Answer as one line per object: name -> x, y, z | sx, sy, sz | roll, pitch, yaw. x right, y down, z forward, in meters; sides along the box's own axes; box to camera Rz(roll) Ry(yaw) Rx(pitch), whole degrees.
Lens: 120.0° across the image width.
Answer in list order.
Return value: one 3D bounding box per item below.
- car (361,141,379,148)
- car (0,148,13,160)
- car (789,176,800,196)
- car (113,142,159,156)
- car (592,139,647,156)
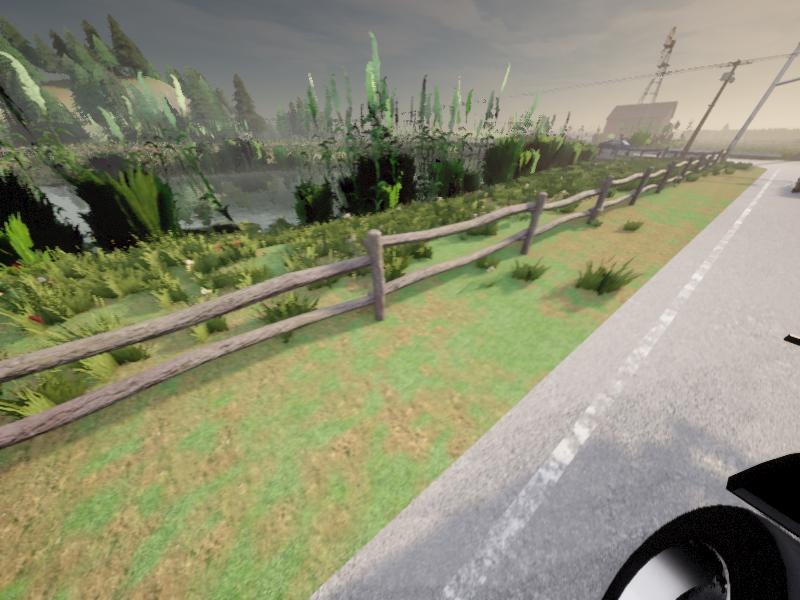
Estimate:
car -> -7.527, -39.051, 58.045 | 3.806, 1.475, 1.970 | -20, 40, -25
car -> -56.128, -19.422, 30.805 | 4.181, 1.385, 1.994 | -26, 42, -31
car -> 19.924, -5.550, 10.387 | 4.181, 1.385, 1.994 | -22, 41, -28
car -> -43.864, -25.211, 38.516 | 4.553, 1.767, 2.097 | -24, 41, -29
car -> 27.749, -19.510, 29.395 | 1.812, 1.442, 4.674 | -20, 42, -26
